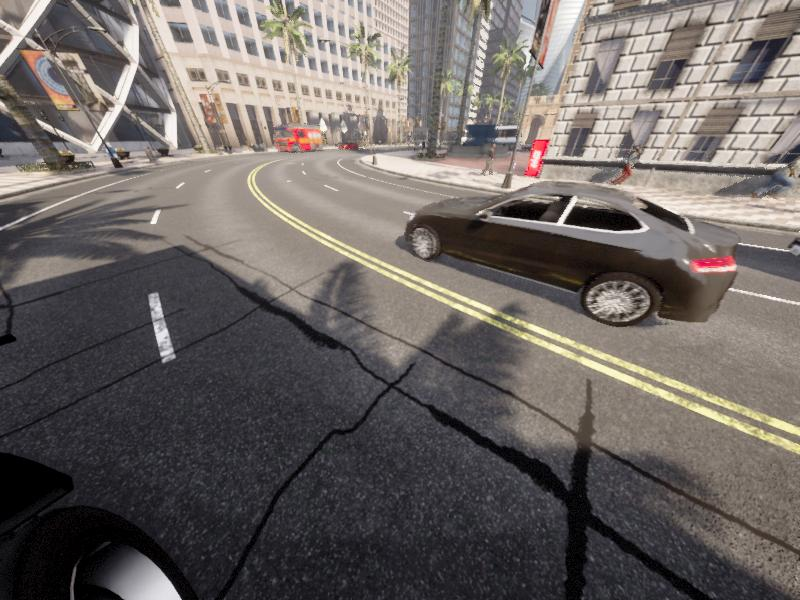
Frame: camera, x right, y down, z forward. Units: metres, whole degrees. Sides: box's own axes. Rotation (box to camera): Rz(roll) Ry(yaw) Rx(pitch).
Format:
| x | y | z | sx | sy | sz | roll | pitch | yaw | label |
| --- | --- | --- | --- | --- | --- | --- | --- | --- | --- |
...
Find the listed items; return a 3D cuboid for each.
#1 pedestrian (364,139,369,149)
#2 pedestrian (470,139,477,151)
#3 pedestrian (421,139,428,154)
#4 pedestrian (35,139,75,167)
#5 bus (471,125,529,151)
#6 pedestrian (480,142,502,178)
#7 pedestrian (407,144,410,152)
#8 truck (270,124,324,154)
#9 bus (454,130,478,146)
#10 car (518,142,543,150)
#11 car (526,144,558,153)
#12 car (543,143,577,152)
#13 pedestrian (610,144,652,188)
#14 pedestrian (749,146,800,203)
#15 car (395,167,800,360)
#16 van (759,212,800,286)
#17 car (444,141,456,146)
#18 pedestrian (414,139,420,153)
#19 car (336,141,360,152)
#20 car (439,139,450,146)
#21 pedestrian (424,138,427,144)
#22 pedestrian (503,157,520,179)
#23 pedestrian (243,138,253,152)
| x | y | z | sx | sy | sz | roll | pitch | yaw | label |
| --- | --- | --- | --- | --- | --- | --- | --- | --- | --- |
| -7.752 | -36.161 | 53.521 | 0.751 | 1.860 | 0.751 | 21 | 40 | 26 | pedestrian |
| 14.197 | -29.990 | 44.667 | 0.751 | 1.860 | 0.751 | 25 | 42 | 31 | pedestrian |
| 3.684 | -23.266 | 35.042 | 0.751 | 1.860 | 0.751 | 22 | 40 | 28 | pedestrian |
| -27.220 | -11.632 | 18.290 | 0.751 | 1.860 | 0.751 | 9 | 36 | 12 | pedestrian |
| 21.341 | -35.054 | 50.165 | 10.273 | 4.253 | 3.944 | 21 | 40 | 29 | bus |
| 5.713 | -8.828 | 14.565 | 0.751 | 1.860 | 0.751 | 24 | 42 | 30 | pedestrian |
| 1.446 | -25.379 | 38.683 | 0.500 | 1.100 | 0.500 | 7 | 36 | 9 | pedestrian |
| -17.006 | -27.266 | 39.160 | 2.891 | 3.827 | 8.468 | 13 | 37 | 17 | truck |
| 22.330 | -54.645 | 77.948 | 3.944 | 4.253 | 10.273 | 22 | 41 | 28 | bus |
| 29.843 | -35.308 | 52.932 | 4.514 | 1.525 | 2.007 | 22 | 41 | 28 | car |
| 27.100 | -28.997 | 44.154 | 4.718 | 1.301 | 1.895 | 22 | 41 | 28 | car |
| 33.000 | -31.533 | 47.714 | 5.357 | 1.411 | 2.033 | 22 | 41 | 28 | car |
| 11.607 | -6.753 | 11.666 | 0.751 | 1.860 | 0.751 | 27 | 43 | 32 | pedestrian |
| 15.396 | -4.956 | 9.144 | 0.751 | 1.860 | 0.751 | 21 | 40 | 27 | pedestrian |
| 2.516 | -1.332 | 4.413 | 5.027 | 1.651 | 2.152 | 26 | 43 | 32 | car |
| 9.800 | -0.704 | 3.264 | 4.442 | 1.987 | 1.775 | 24 | 41 | 29 | van |
| 16.839 | -52.341 | 77.194 | 1.895 | 1.301 | 4.718 | 22 | 41 | 28 | car |
| 2.654 | -24.318 | 36.527 | 0.751 | 1.860 | 0.751 | 6 | 36 | 8 | pedestrian |
| -10.073 | -30.081 | 45.205 | 2.007 | 1.525 | 4.514 | 19 | 39 | 25 | car |
| 15.395 | -54.904 | 80.330 | 1.905 | 1.878 | 3.866 | 22 | 41 | 28 | car |
| 9.721 | -59.472 | 86.479 | 0.751 | 1.860 | 0.751 | 19 | 39 | 25 | pedestrian |
| 6.901 | -8.188 | 14.325 | 0.500 | 1.100 | 0.500 | -15 | 38 | -20 | pedestrian |
| -25.017 | -25.574 | 38.096 | 0.751 | 1.860 | 0.751 | -9 | 36 | -13 | pedestrian |
